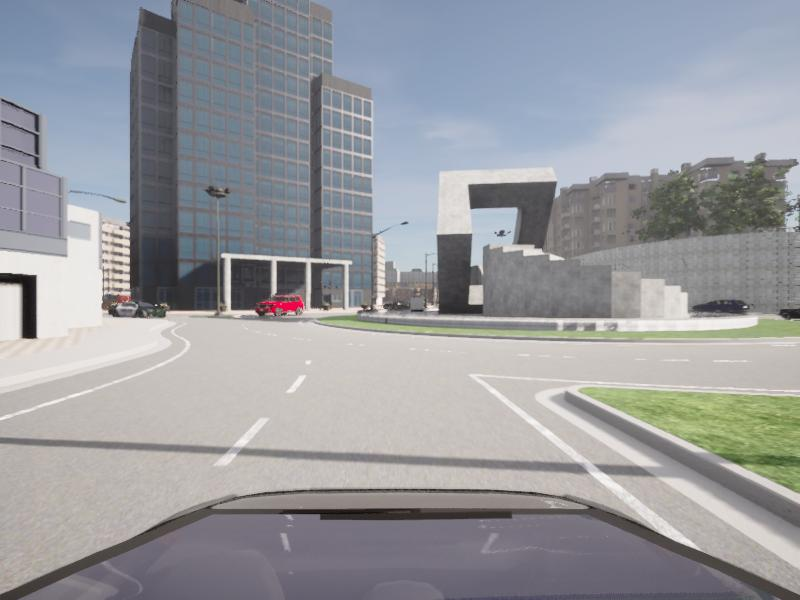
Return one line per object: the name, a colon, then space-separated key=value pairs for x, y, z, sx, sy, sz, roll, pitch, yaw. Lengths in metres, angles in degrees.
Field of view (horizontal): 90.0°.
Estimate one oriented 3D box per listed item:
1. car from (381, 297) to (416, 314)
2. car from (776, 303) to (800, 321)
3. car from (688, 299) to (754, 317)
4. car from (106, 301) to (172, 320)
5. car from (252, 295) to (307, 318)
car: x=-0.204 y=0.633 z=48.296 sx=3.866 sy=1.878 sz=1.905 roll=0 pitch=0 yaw=-37
car: x=30.312 y=0.928 z=29.139 sx=1.895 sy=1.301 sz=4.718 roll=0 pitch=0 yaw=9
car: x=32.163 y=0.759 z=40.240 sx=2.033 sy=1.649 sz=4.856 roll=0 pitch=0 yaw=-19
car: x=-22.442 y=0.823 z=34.374 sx=4.974 sy=1.542 sz=2.038 roll=0 pitch=0 yaw=17
car: x=-11.547 y=0.563 z=38.728 sx=2.150 sy=2.045 sz=5.566 roll=0 pitch=0 yaw=20
